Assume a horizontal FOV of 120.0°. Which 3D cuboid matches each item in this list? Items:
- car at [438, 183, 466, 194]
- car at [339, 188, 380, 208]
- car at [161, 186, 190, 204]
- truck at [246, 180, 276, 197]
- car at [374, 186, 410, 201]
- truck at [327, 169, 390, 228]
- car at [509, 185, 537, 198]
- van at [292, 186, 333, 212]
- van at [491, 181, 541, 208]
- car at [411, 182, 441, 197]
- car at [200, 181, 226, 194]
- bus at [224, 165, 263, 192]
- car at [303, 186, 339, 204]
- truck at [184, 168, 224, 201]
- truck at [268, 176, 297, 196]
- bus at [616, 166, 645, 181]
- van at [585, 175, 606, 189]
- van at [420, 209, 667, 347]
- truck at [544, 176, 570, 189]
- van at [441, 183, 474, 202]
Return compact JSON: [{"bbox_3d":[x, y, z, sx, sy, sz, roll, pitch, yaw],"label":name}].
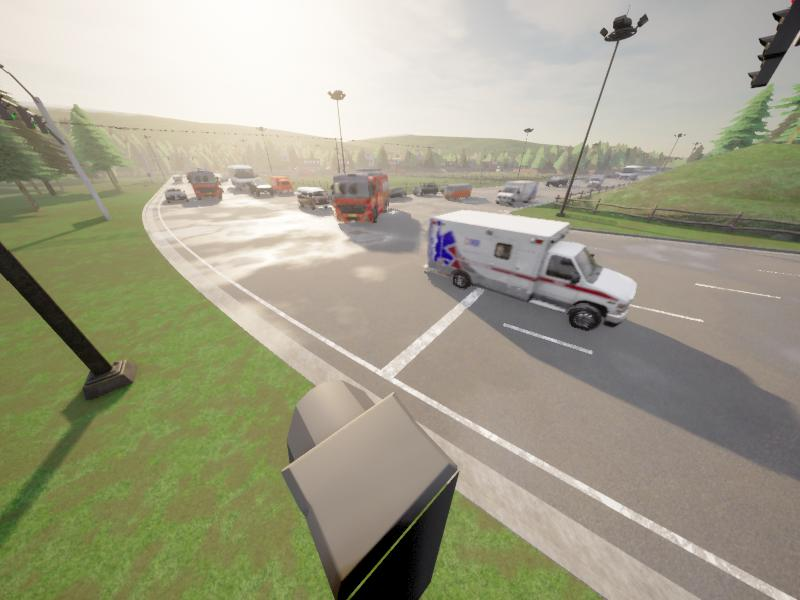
[{"bbox_3d":[9.063,-19.529,40.312,4.974,1.542,2.038,-22,37,-34],"label":"car"},{"bbox_3d":[-4.743,-12.551,28.123,2.152,1.651,5.027,16,34,25],"label":"car"},{"bbox_3d":[-29.716,-13.989,30.613,2.152,1.651,5.027,-23,37,-34],"label":"car"},{"bbox_3d":[-22.458,-18.024,37.125,2.390,2.098,6.274,-23,37,-34],"label":"truck"},{"bbox_3d":[-1.112,-15.090,32.661,4.792,1.488,2.163,-26,39,-37],"label":"car"},{"bbox_3d":[-3.038,-9.250,20.202,2.891,3.827,8.468,3,30,6],"label":"truck"},{"bbox_3d":[19.049,-16.801,35.737,4.181,1.385,1.994,-23,37,-34],"label":"car"},{"bbox_3d":[-9.474,-11.015,25.041,4.480,2.038,2.069,26,39,37],"label":"van"},{"bbox_3d":[14.087,-12.891,27.906,6.366,2.431,2.351,-23,37,-34],"label":"van"},{"bbox_3d":[4.107,-17.597,36.606,4.605,1.855,1.932,-23,37,-34],"label":"car"},{"bbox_3d":[-33.022,-19.800,40.675,5.027,1.651,2.152,24,38,35],"label":"car"},{"bbox_3d":[-31.193,-24.369,45.961,3.944,4.253,10.273,-22,37,-33],"label":"bus"},{"bbox_3d":[-10.332,-13.723,30.103,2.242,1.667,4.611,-26,39,-37],"label":"car"},{"bbox_3d":[-28.387,-16.866,33.394,2.891,3.827,8.468,-22,37,-33],"label":"truck"},{"bbox_3d":[-19.935,-19.430,39.147,2.627,2.467,5.204,-22,38,-33],"label":"truck"},{"bbox_3d":[76.587,-42.138,76.730,10.273,4.253,3.944,-23,37,-34],"label":"bus"},{"bbox_3d":[41.816,-25.297,49.393,2.351,2.431,6.366,24,37,35],"label":"van"},{"bbox_3d":[3.956,-1.370,7.951,6.366,2.431,2.351,26,39,37],"label":"van"},{"bbox_3d":[34.465,-25.875,50.726,6.274,2.098,2.390,-23,37,-34],"label":"truck"},{"bbox_3d":[7.797,-14.596,31.300,4.442,1.987,1.775,-24,38,-35],"label":"van"}]
